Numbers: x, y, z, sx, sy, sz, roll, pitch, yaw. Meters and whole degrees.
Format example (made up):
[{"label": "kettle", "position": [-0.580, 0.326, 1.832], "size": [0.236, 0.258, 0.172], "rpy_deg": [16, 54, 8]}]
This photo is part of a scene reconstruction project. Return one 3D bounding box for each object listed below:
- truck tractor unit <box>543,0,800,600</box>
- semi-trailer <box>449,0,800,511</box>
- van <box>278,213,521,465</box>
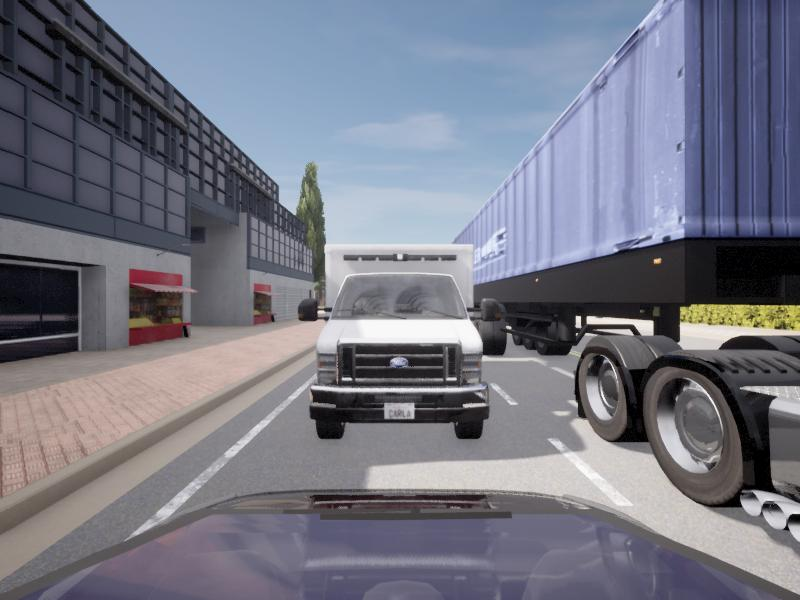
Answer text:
[{"label": "truck tractor unit", "position": [3.498, -0.515, 2.245], "size": [3.053, 4.208, 6.516], "rpy_deg": [0, 0, 0]}, {"label": "semi-trailer", "position": [3.492, -0.617, 10.157], "size": [2.717, 4.402, 14.254], "rpy_deg": [0, 0, 0]}, {"label": "van", "position": [-0.007, 0.378, 7.051], "size": [2.351, 2.431, 6.366], "rpy_deg": [0, 0, 0]}]
